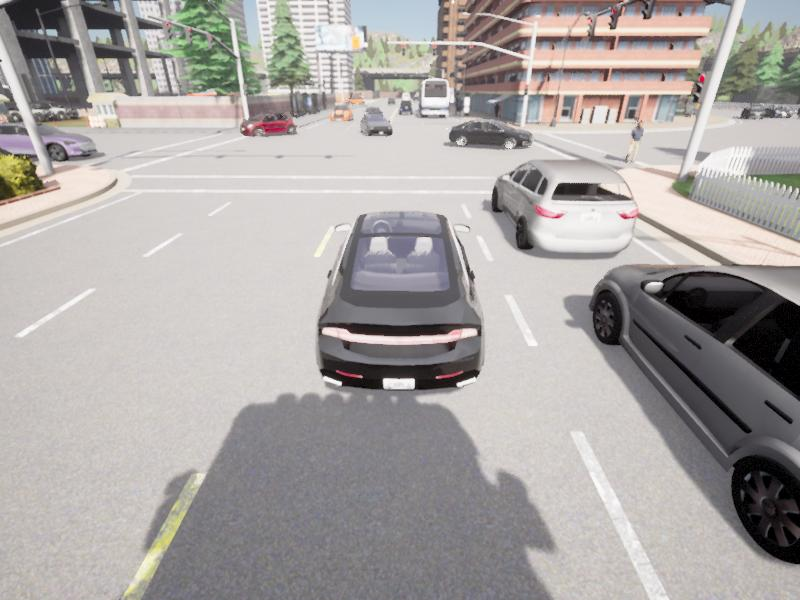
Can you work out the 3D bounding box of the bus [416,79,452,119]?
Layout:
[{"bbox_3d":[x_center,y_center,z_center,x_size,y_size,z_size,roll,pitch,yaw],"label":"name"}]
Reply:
[{"bbox_3d":[4.141,-26.060,51.767,3.944,4.253,10.273,0,28,1],"label":"bus"}]

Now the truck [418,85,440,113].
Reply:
[{"bbox_3d":[4.445,-31.758,63.130,2.891,3.827,8.468,0,28,1],"label":"truck"}]

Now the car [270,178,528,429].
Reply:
[{"bbox_3d":[0.025,-0.524,5.821,2.128,1.511,4.902,0,28,1],"label":"car"}]

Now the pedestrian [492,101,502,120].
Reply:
[{"bbox_3d":[10.510,-20.543,43.400,0.751,1.860,0.751,-2,28,-3],"label":"pedestrian"}]

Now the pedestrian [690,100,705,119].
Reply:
[{"bbox_3d":[33.709,-21.603,45.306,0.751,1.860,0.751,-22,35,-35],"label":"pedestrian"}]

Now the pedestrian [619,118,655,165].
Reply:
[{"bbox_3d":[10.494,-7.062,17.796,0.751,1.860,0.751,3,28,5],"label":"pedestrian"}]

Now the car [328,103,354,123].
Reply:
[{"bbox_3d":[-6.375,-20.483,43.741,2.097,1.767,4.553,0,28,1],"label":"car"}]

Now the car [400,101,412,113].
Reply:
[{"bbox_3d":[0.930,-30.428,63.056,1.801,1.575,5.366,0,28,1],"label":"car"}]

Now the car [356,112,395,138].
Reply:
[{"bbox_3d":[-1.960,-13.482,30.717,2.033,1.411,5.357,-7,28,-12],"label":"car"}]

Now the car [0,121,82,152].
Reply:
[{"bbox_3d":[-21.355,-9.107,22.269,5.357,1.411,2.033,0,28,0],"label":"car"}]

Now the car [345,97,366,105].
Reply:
[{"bbox_3d":[-10.702,-48.085,96.608,4.553,1.767,2.097,-7,28,-13],"label":"car"}]

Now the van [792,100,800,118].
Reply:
[{"bbox_3d":[49.046,-22.473,47.213,1.775,1.987,4.442,8,29,15],"label":"van"}]

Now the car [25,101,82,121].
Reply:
[{"bbox_3d":[-36.819,-20.150,42.594,3.866,1.878,1.905,0,28,1],"label":"car"}]

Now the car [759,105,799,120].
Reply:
[{"bbox_3d":[45.760,-22.760,48.408,1.970,1.475,3.806,10,29,18],"label":"car"}]

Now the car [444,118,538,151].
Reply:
[{"bbox_3d":[5.256,-9.733,23.420,4.892,1.490,1.837,14,31,25],"label":"car"}]

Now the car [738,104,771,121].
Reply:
[{"bbox_3d":[40.926,-21.710,46.222,1.789,1.549,3.705,13,30,23],"label":"car"}]

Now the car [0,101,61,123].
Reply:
[{"bbox_3d":[-36.856,-18.788,39.987,3.866,1.878,1.905,0,28,1],"label":"car"}]

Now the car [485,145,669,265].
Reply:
[{"bbox_3d":[3.608,-2.493,9.421,2.242,1.667,4.611,1,28,1],"label":"car"}]

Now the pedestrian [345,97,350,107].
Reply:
[{"bbox_3d":[-10.290,-38.740,78.252,0.751,1.860,0.751,4,28,7],"label":"pedestrian"}]

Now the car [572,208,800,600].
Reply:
[{"bbox_3d":[3.497,0.428,3.895,1.851,1.617,3.988,0,28,1],"label":"car"}]

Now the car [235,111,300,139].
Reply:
[{"bbox_3d":[-9.770,-13.061,29.721,3.988,1.617,1.851,-24,37,-38],"label":"car"}]

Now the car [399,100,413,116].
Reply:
[{"bbox_3d":[0.819,-26.886,55.894,1.905,1.878,3.866,0,28,1],"label":"car"}]

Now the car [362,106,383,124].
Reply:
[{"bbox_3d":[-2.889,-19.883,42.915,1.837,1.490,4.892,0,28,1],"label":"car"}]

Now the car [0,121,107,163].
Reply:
[{"bbox_3d":[-17.320,-7.575,19.082,4.856,1.649,2.033,0,28,0],"label":"car"}]
